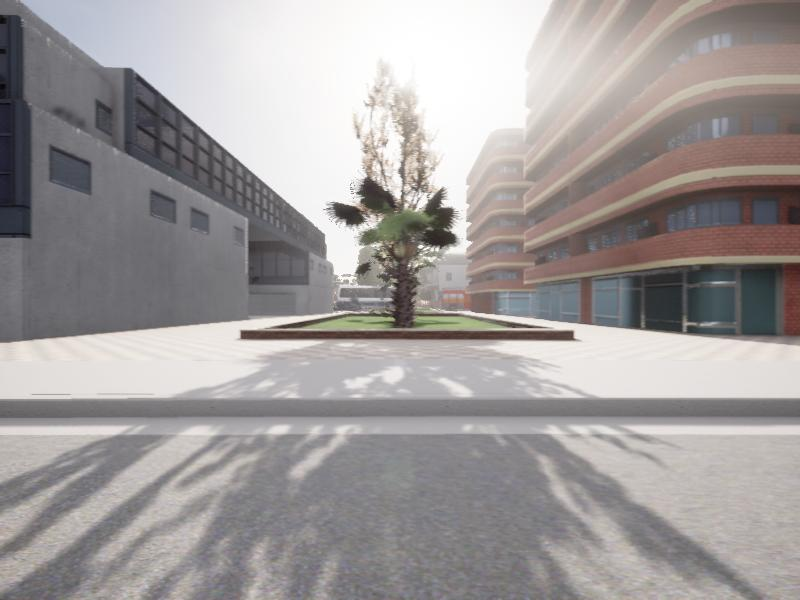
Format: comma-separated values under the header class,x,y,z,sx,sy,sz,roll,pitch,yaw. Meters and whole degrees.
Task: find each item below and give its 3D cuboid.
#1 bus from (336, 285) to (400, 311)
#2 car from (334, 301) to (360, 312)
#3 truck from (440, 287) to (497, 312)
class,x,y,z,sx,sy,sz,roll,pitch,yaw
bus,-5.156,-0.301,66.564,10.273,4.253,3.944,0,0,0
car,-8.297,1.021,62.917,3.988,1.617,1.851,0,0,0
truck,10.616,-0.091,63.001,8.468,3.827,2.891,0,0,0
